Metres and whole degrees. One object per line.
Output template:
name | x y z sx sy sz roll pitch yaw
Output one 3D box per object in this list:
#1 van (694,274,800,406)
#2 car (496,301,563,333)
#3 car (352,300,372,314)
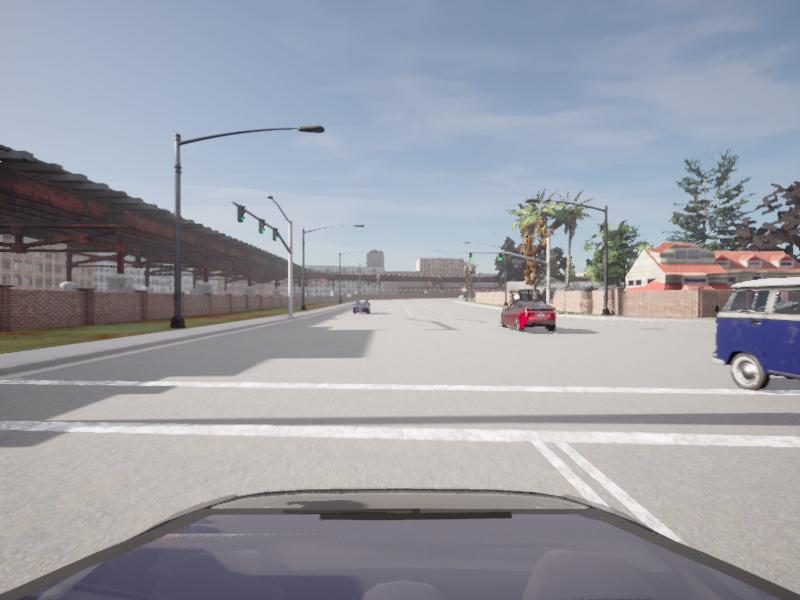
van | 6.878 0.601 5.906 1.775 1.987 4.442 0 0 -1
car | 6.684 0.817 21.188 2.007 1.525 4.514 0 0 -1
car | -4.094 0.715 43.075 1.845 1.501 3.633 0 1 -1
